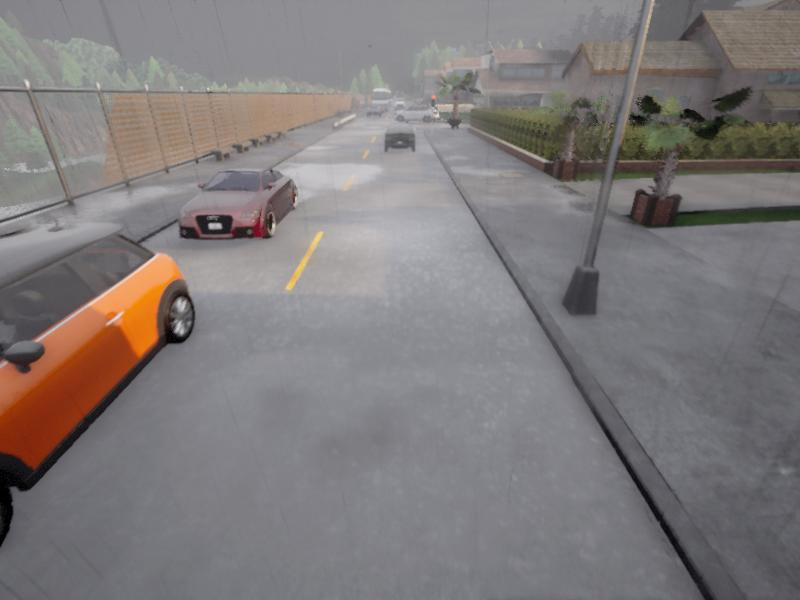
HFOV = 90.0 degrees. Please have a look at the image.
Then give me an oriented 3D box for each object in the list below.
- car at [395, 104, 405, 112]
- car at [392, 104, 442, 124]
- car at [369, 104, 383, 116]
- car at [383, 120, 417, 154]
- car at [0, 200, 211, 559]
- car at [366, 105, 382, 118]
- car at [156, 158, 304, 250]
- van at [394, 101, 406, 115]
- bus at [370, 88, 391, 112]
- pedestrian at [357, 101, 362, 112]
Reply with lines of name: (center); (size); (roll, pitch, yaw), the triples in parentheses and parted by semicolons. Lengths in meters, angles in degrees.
car: (-0.013, -39.507, 82.228); (2.033, 1.411, 5.357); (0, 27, 0)
car: (2.026, -22.170, 47.672); (5.566, 2.045, 2.150); (9, 30, 19)
car: (-4.014, -32.584, 68.480); (2.033, 1.649, 4.856); (0, 27, 0)
car: (-0.007, -10.189, 24.853); (1.882, 1.535, 5.008); (0, 27, 0)
car: (-3.968, 0.493, 3.725); (2.097, 1.767, 4.553); (0, 27, 0)
car: (-3.997, -29.442, 62.352); (2.152, 1.651, 5.027); (1, 27, 1)
car: (-4.007, -2.663, 10.352); (1.994, 1.385, 4.181); (0, 27, 0)
van: (-0.003, -33.230, 69.283); (2.069, 2.038, 4.480); (0, 27, 0)
bus: (-3.896, -42.388, 84.732); (3.944, 4.253, 10.273); (0, 27, 0)
pedestrian: (-7.861, -37.515, 77.575); (0.751, 1.860, 0.751); (0, 27, 0)
